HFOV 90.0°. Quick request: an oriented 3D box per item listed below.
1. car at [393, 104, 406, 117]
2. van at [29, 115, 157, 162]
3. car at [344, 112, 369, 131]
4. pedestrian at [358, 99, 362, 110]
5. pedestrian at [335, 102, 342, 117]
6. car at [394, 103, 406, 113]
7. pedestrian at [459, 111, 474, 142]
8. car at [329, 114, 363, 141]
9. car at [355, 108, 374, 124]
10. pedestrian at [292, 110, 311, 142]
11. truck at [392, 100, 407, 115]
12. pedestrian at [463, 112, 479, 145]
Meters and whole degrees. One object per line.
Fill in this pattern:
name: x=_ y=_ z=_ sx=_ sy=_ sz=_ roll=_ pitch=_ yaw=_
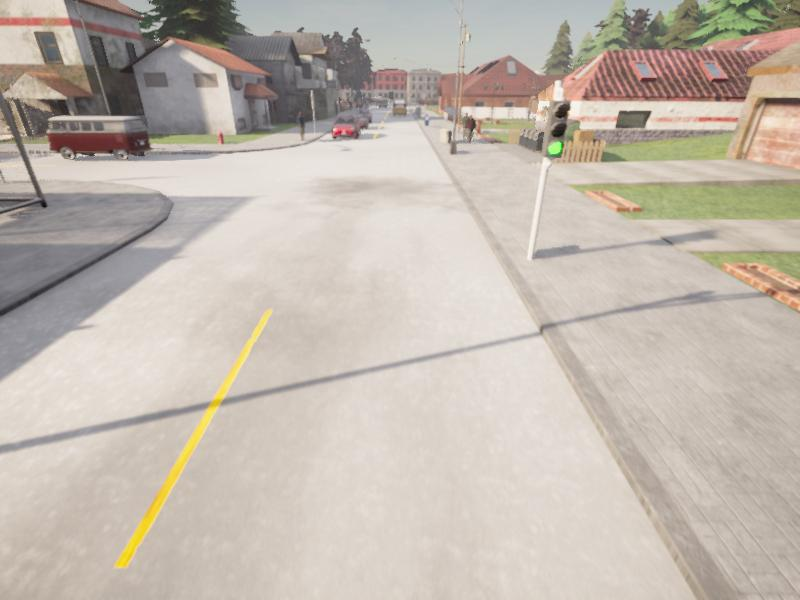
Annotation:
car: x=-0.016 y=-28.596 z=60.339 sx=1.882 sy=1.535 sz=5.008 roll=0 pitch=27 yaw=0
van: x=-15.073 y=-8.067 z=19.906 sx=4.442 sy=1.987 sz=1.775 roll=-1 pitch=27 yaw=-1
car: x=-4.015 y=-16.943 z=37.897 sx=1.994 sy=1.385 sz=4.181 roll=0 pitch=27 yaw=-1
pedestrian: x=-7.859 y=-38.449 z=78.723 sx=0.751 sy=1.860 sz=0.751 roll=0 pitch=27 yaw=-1
pedestrian: x=-8.583 y=-26.587 z=55.726 sx=0.751 sy=1.860 sz=0.751 roll=1 pitch=27 yaw=2
car: x=-0.033 y=-35.555 z=73.855 sx=2.128 sy=1.511 sz=4.902 roll=0 pitch=27 yaw=0
pedestrian: x=4.489 y=-11.793 z=27.188 sx=0.751 sy=1.860 sz=0.751 roll=0 pitch=27 yaw=-1
car: x=-4.006 y=-13.149 z=30.373 sx=2.007 sy=1.525 sz=4.514 roll=0 pitch=27 yaw=0
car: x=-4.010 y=-20.919 z=45.429 sx=1.845 sy=1.501 sz=3.633 roll=0 pitch=27 yaw=0
pedestrian: x=-6.610 y=-11.698 z=26.892 sx=0.751 sy=1.860 sz=0.751 roll=-22 pitch=35 yaw=-37
truck: x=-0.021 y=-32.269 z=66.846 sx=2.390 sy=2.098 sz=6.274 roll=0 pitch=27 yaw=0
pedestrian: x=4.496 y=-10.907 z=25.470 sx=0.751 sy=1.860 sz=0.751 roll=0 pitch=27 yaw=0
